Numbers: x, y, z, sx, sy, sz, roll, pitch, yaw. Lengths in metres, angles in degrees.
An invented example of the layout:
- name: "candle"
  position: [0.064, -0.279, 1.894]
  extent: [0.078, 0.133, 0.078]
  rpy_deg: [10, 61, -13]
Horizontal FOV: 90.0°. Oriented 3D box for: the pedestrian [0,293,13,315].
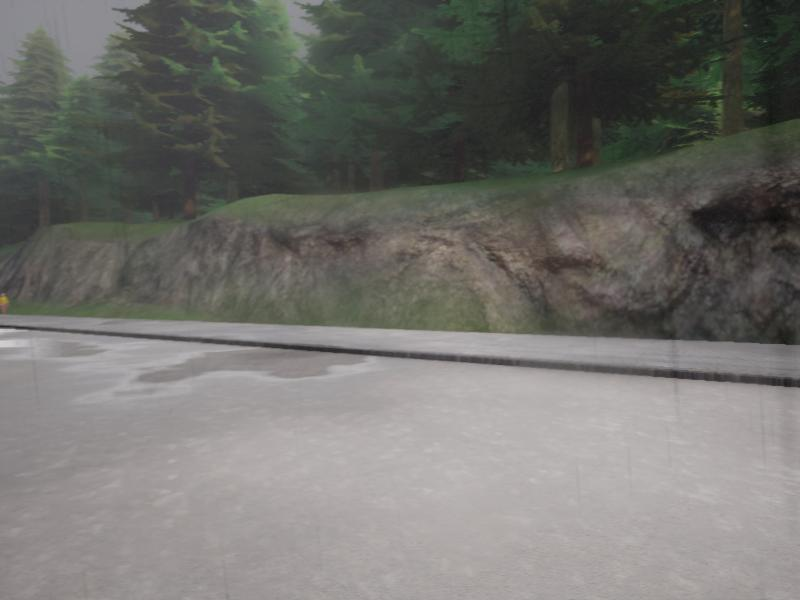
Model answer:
- name: "pedestrian"
  position: [-19.922, 0.198, 20.123]
  extent: [0.500, 1.100, 0.500]
  rpy_deg: [0, 0, 30]
